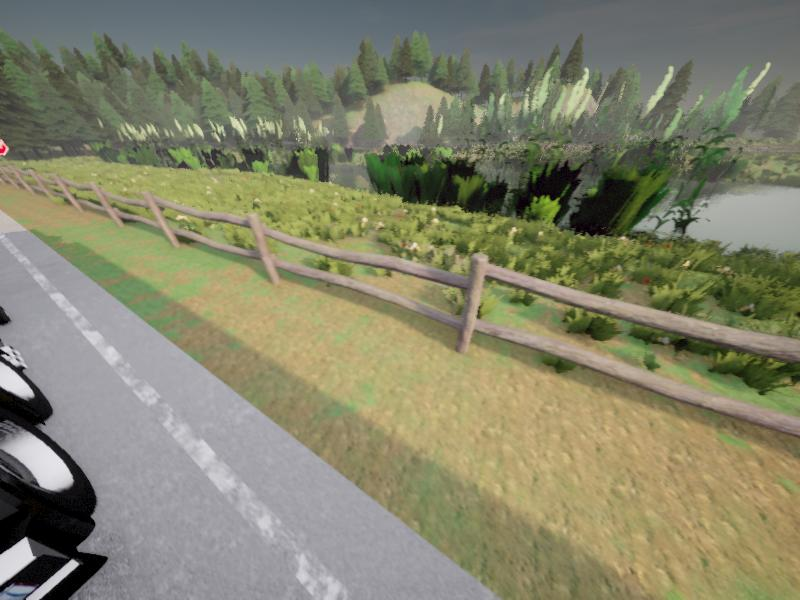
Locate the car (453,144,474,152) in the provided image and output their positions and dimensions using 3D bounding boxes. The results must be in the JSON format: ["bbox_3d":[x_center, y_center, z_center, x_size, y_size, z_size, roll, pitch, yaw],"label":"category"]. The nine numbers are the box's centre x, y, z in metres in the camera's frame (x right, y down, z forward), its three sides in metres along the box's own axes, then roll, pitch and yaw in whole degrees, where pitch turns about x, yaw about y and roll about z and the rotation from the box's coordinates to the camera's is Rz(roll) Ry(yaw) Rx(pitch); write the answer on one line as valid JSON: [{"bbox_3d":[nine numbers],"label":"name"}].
[{"bbox_3d":[14.441,-34.833,52.813,4.181,1.385,1.994,15,38,21],"label":"car"}]

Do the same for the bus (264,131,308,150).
[{"bbox_3d":[-31.939,-44.565,64.760,10.273,4.253,3.944,11,36,16],"label":"bus"}]

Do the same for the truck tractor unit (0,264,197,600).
[{"bbox_3d":[-5.113,-0.298,0.787,6.516,4.208,3.053,18,39,24],"label":"truck tractor unit"}]

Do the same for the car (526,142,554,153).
[{"bbox_3d":[28.359,-31.055,46.862,4.553,1.767,2.097,17,38,23],"label":"car"}]
